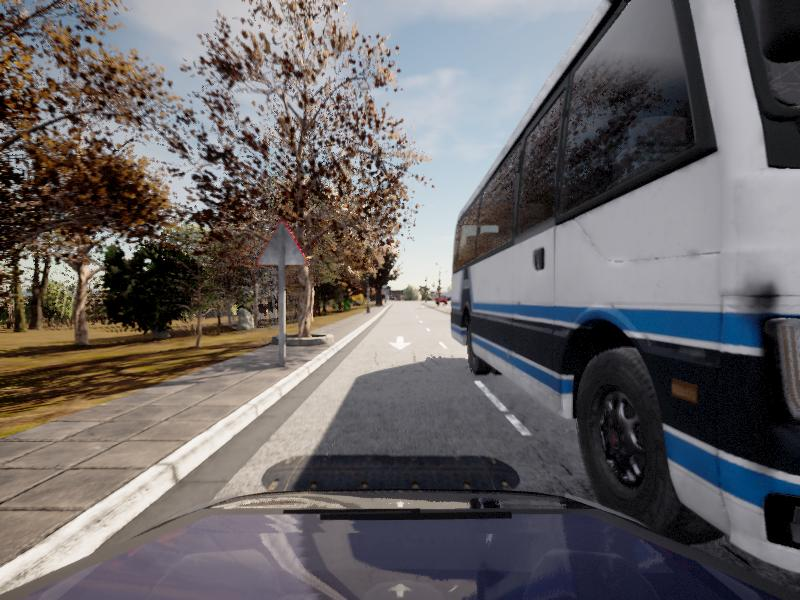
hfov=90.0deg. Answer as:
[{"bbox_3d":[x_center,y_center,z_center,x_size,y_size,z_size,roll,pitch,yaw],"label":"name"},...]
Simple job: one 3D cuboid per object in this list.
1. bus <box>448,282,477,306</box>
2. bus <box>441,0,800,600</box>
[{"bbox_3d":[11.764,-1.068,76.265,3.944,4.253,10.273,0,1,0],"label":"bus"},{"bbox_3d":[3.127,-0.532,6.237,3.944,4.253,10.273,0,0,0],"label":"bus"}]
